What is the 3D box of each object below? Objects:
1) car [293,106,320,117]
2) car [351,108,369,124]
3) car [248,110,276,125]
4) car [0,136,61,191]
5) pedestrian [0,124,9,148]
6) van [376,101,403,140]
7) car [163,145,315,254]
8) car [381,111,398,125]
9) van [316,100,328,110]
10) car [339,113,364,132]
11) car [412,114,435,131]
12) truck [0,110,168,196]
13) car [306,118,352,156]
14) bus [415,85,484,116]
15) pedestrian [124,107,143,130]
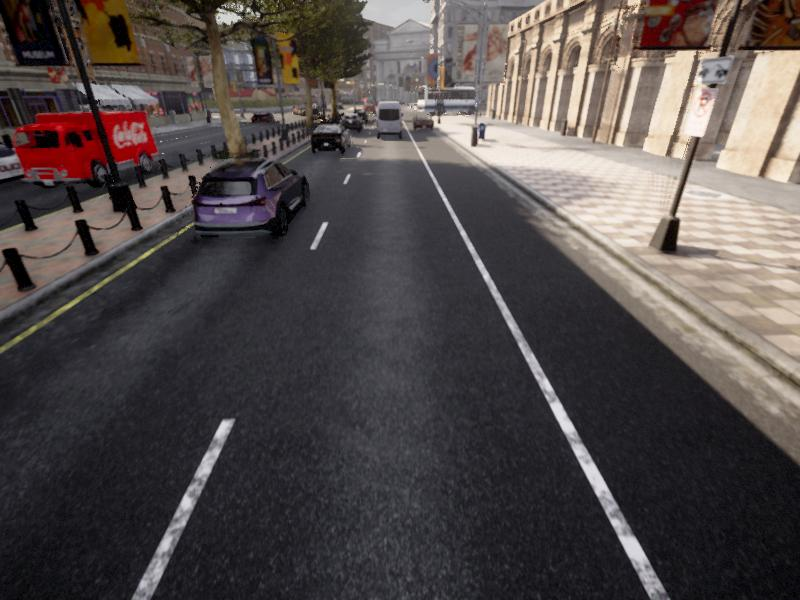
[{"bbox_3d":[-14.727,-29.836,63.206,1.970,1.475,3.806,15,31,27],"label":"car"},{"bbox_3d":[-4.830,-22.483,48.820,1.837,1.490,4.892,-1,27,-1],"label":"car"},{"bbox_3d":[-16.346,-21.829,47.732,1.994,1.385,4.181,-1,27,-2],"label":"car"},{"bbox_3d":[-15.348,-4.809,14.388,2.038,1.542,4.974,-1,27,-1],"label":"car"},{"bbox_3d":[-24.989,-10.332,24.448,0.751,1.860,0.751,1,27,1],"label":"pedestrian"},{"bbox_3d":[-0.868,-14.730,32.556,1.988,2.561,5.915,-1,27,-1],"label":"van"},{"bbox_3d":[-3.732,-2.871,10.464,2.033,1.649,4.856,-1,28,-1],"label":"car"},{"bbox_3d":[-1.267,-21.282,46.680,1.895,1.301,4.718,-1,27,-1],"label":"car"},{"bbox_3d":[-17.520,-43.923,90.103,1.775,1.987,4.442,-1,27,-1],"label":"van"},{"bbox_3d":[-4.513,-16.737,37.642,1.970,1.475,3.806,-1,27,-1],"label":"car"},{"bbox_3d":[2.203,-17.366,39.025,1.895,1.301,4.718,-1,27,-1],"label":"car"},{"bbox_3d":[-11.884,-5.859,15.395,2.627,2.467,5.204,-1,27,-1],"label":"truck"},{"bbox_3d":[-4.126,-9.929,24.196,1.930,1.638,5.238,-1,27,-1],"label":"car"},{"bbox_3d":[8.040,-32.431,65.132,10.273,4.253,3.944,-9,27,-18],"label":"bus"},{"bbox_3d":[-24.420,-16.617,36.690,0.751,1.860,0.751,0,27,1],"label":"pedestrian"}]
